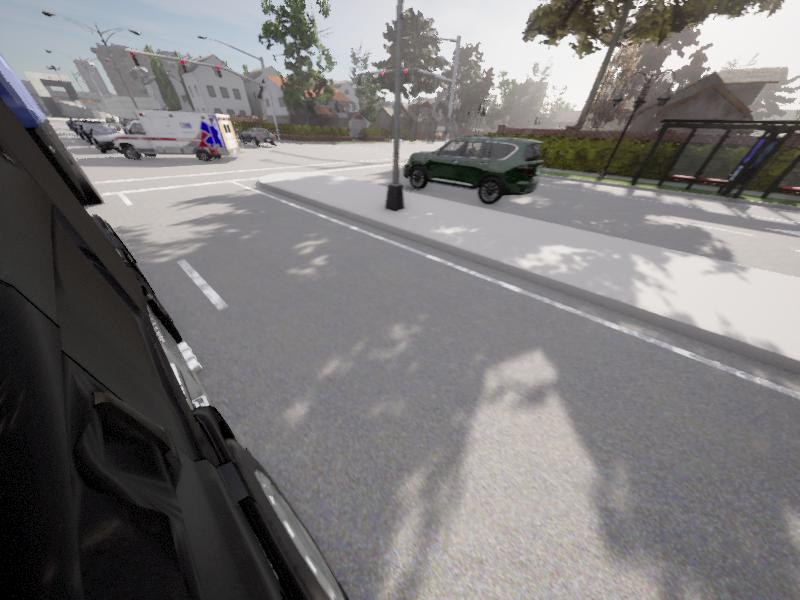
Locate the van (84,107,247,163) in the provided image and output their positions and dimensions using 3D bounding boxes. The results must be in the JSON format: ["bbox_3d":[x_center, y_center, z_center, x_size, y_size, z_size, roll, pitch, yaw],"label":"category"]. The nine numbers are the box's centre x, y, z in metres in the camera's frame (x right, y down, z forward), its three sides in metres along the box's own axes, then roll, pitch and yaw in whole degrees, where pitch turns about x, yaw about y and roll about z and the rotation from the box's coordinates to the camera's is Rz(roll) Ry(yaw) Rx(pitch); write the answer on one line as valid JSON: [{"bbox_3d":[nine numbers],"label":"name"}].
[{"bbox_3d":[-13.822,-10.173,14.416,6.366,2.431,2.351,-6,38,-12],"label":"van"}]

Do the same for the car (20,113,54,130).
[{"bbox_3d":[-52.798,-26.016,33.719,4.605,1.855,1.932,28,43,30],"label":"car"}]

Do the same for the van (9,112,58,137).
[{"bbox_3d":[-40.291,-19.426,25.514,4.480,2.038,2.069,28,44,30],"label":"van"}]

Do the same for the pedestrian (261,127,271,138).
[{"bbox_3d":[-19.930,-24.919,34.455,0.751,1.300,0.751,28,44,30],"label":"pedestrian"}]

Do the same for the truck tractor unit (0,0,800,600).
[{"bbox_3d":[-2.645,-0.295,0.351,6.516,4.208,3.053,28,44,30],"label":"truck tractor unit"}]

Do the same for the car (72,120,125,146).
[{"bbox_3d":[-26.886,-14.891,20.595,5.238,1.638,1.930,28,43,30],"label":"car"}]

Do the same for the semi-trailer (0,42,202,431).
[{"bbox_3d":[-8.697,-3.595,4.245,14.254,4.402,2.717,28,44,30],"label":"semi-trailer"}]

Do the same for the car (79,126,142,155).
[{"bbox_3d":[-21.355,-11.820,17.025,5.357,1.411,2.033,28,44,30],"label":"car"}]

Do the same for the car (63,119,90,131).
[{"bbox_3d":[-50.147,-27.099,35.816,4.718,1.301,1.895,28,44,30],"label":"car"}]

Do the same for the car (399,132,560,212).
[{"bbox_3d":[2.802,-5.486,9.475,5.566,2.045,2.150,28,44,30],"label":"car"}]

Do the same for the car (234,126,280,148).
[{"bbox_3d":[-15.618,-17.842,25.260,5.027,1.651,2.152,28,44,30],"label":"car"}]

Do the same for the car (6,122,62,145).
[{"bbox_3d":[-31.212,-14.319,19.789,4.181,1.385,1.994,28,44,30],"label":"car"}]
